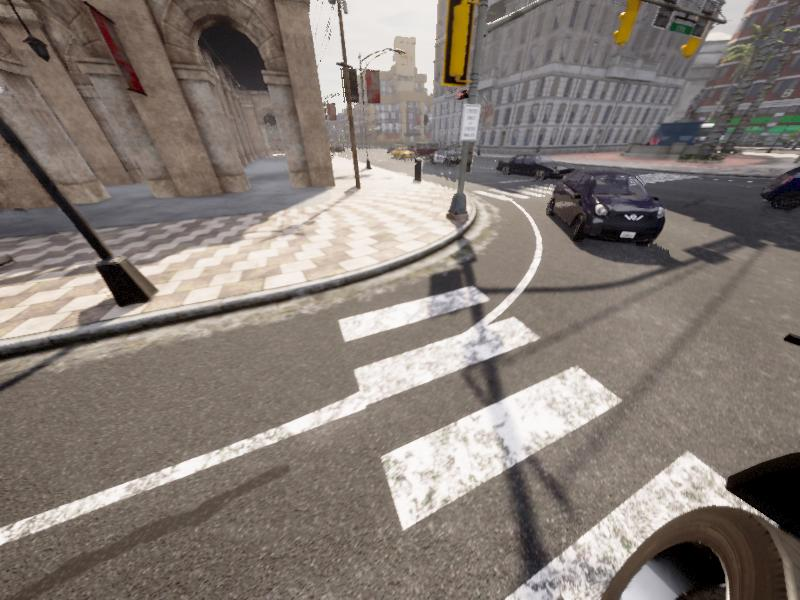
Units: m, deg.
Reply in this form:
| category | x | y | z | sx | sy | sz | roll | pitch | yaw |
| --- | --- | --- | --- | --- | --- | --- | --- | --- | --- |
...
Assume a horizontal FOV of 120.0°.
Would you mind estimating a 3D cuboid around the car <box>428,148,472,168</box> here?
| category | x | y | z | sx | sy | sz | roll | pitch | yaw |
| --- | --- | --- | --- | --- | --- | --- | --- | --- | --- |
| car | 5.009 | -14.826 | 23.993 | 2.038 | 1.542 | 4.974 | -14 | 37 | -18 |

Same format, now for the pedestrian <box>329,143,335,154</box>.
| category | x | y | z | sx | sy | sz | roll | pitch | yaw |
| --- | --- | --- | --- | --- | --- | --- | --- | --- | --- |
| pedestrian | -14.561 | -32.546 | 49.660 | 0.751 | 1.860 | 0.751 | -2 | 35 | -1 |

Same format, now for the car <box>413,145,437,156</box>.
| category | x | y | z | sx | sy | sz | roll | pitch | yaw |
| --- | --- | --- | --- | --- | --- | --- | --- | --- | --- |
| car | 4.344 | -26.284 | 40.517 | 1.801 | 1.575 | 5.366 | -14 | 37 | -18 |

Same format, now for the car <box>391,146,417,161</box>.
| category | x | y | z | sx | sy | sz | roll | pitch | yaw |
| --- | --- | --- | --- | --- | --- | --- | --- | --- | --- |
| car | 0.465 | -21.133 | 33.151 | 1.801 | 1.575 | 5.366 | -14 | 37 | -18 |

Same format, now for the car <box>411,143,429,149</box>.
| category | x | y | z | sx | sy | sz | roll | pitch | yaw |
| --- | --- | --- | --- | --- | --- | --- | --- | --- | --- |
| car | 6.661 | -50.879 | 76.174 | 5.357 | 1.411 | 2.033 | -14 | 37 | -18 |

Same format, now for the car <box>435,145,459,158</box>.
| category | x | y | z | sx | sy | sz | roll | pitch | yaw |
| --- | --- | --- | --- | --- | --- | --- | --- | --- | --- |
| car | 7.016 | -22.595 | 35.155 | 1.789 | 1.549 | 3.705 | -14 | 37 | -18 |

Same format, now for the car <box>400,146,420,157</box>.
| category | x | y | z | sx | sy | sz | roll | pitch | yaw |
| --- | --- | --- | --- | --- | --- | --- | --- | --- | --- |
| car | 1.593 | -24.790 | 38.507 | 1.816 | 1.474 | 4.193 | -14 | 37 | -18 |

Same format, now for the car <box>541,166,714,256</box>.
| category | x | y | z | sx | sy | sz | roll | pitch | yaw |
| --- | --- | --- | --- | --- | --- | --- | --- | --- | --- |
| car | 5.681 | -2.769 | 6.554 | 1.845 | 1.501 | 3.633 | 8 | 36 | 12 |

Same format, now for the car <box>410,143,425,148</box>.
| category | x | y | z | sx | sy | sz | roll | pitch | yaw |
| --- | --- | --- | --- | --- | --- | --- | --- | --- | --- |
| car | 6.000 | -52.911 | 79.045 | 4.792 | 1.488 | 2.163 | -14 | 37 | -18 |

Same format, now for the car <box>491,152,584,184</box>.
| category | x | y | z | sx | sy | sz | roll | pitch | yaw |
| --- | --- | --- | --- | --- | --- | --- | --- | --- | --- |
| car | 9.039 | -9.200 | 15.898 | 2.033 | 1.411 | 5.357 | -14 | 37 | -18 |

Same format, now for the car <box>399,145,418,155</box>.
| category | x | y | z | sx | sy | sz | roll | pitch | yaw |
| --- | --- | --- | --- | --- | --- | --- | --- | --- | --- |
| car | 1.681 | -29.844 | 45.763 | 2.007 | 1.525 | 4.514 | -14 | 37 | -18 |

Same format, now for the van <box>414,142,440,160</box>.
| category | x | y | z | sx | sy | sz | roll | pitch | yaw |
| --- | --- | --- | --- | --- | --- | --- | --- | --- | --- |
| van | 3.860 | -21.872 | 33.796 | 1.775 | 1.987 | 4.442 | -14 | 37 | -18 |

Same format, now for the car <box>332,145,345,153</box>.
| category | x | y | z | sx | sy | sz | roll | pitch | yaw |
| --- | --- | --- | --- | --- | --- | --- | --- | --- | --- |
| car | -14.984 | -36.778 | 56.239 | 1.994 | 1.385 | 4.181 | -14 | 37 | -18 |

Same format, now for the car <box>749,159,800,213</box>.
| category | x | y | z | sx | sy | sz | roll | pitch | yaw |
| --- | --- | --- | --- | --- | --- | --- | --- | --- | --- |
| car | 15.325 | -3.688 | 7.689 | 3.633 | 1.501 | 1.845 | 29 | 44 | 36 |

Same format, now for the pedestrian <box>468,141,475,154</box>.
| category | x | y | z | sx | sy | sz | roll | pitch | yaw |
| --- | --- | --- | --- | --- | --- | --- | --- | --- | --- |
| pedestrian | 12.672 | -27.086 | 40.950 | 0.751 | 1.860 | 0.751 | -10 | 36 | -13 |

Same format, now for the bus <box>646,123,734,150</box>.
| category | x | y | z | sx | sy | sz | roll | pitch | yaw |
| --- | --- | --- | --- | --- | --- | --- | --- | --- | --- |
| bus | 61.344 | -34.976 | 49.567 | 3.944 | 4.253 | 10.273 | -11 | 36 | -15 |

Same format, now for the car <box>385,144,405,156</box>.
| category | x | y | z | sx | sy | sz | roll | pitch | yaw |
| --- | --- | --- | --- | --- | --- | --- | --- | --- | --- |
| car | -0.986 | -28.324 | 43.493 | 2.242 | 1.667 | 4.611 | -12 | 36 | -15 |
